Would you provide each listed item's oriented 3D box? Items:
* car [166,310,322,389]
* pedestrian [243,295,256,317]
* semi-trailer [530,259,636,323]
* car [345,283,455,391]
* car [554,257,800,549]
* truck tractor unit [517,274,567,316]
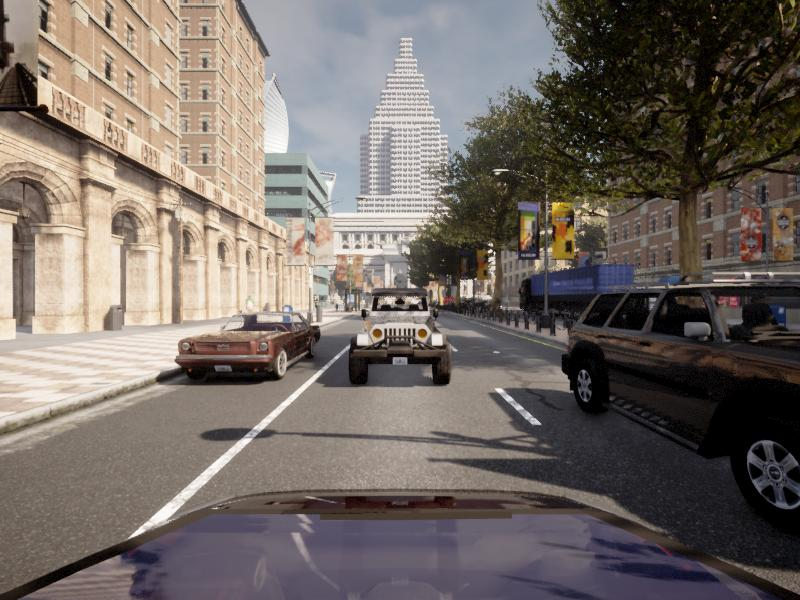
[{"bbox_3d":[-3.250,0.940,9.526,1.895,1.301,4.718,0,0,0],"label":"car"},{"bbox_3d":[-12.462,0.490,33.110,0.751,1.860,0.751,0,0,0],"label":"pedestrian"},{"bbox_3d":[15.002,-0.614,34.901,2.717,4.402,14.254,0,0,0],"label":"semi-trailer"},{"bbox_3d":[-0.001,0.647,8.889,1.905,1.878,3.866,0,0,0],"label":"car"},{"bbox_3d":[3.501,0.653,4.281,1.932,1.855,4.605,0,0,0],"label":"car"},{"bbox_3d":[14.999,-0.516,42.818,3.053,4.208,6.516,0,0,0],"label":"truck tractor unit"}]
